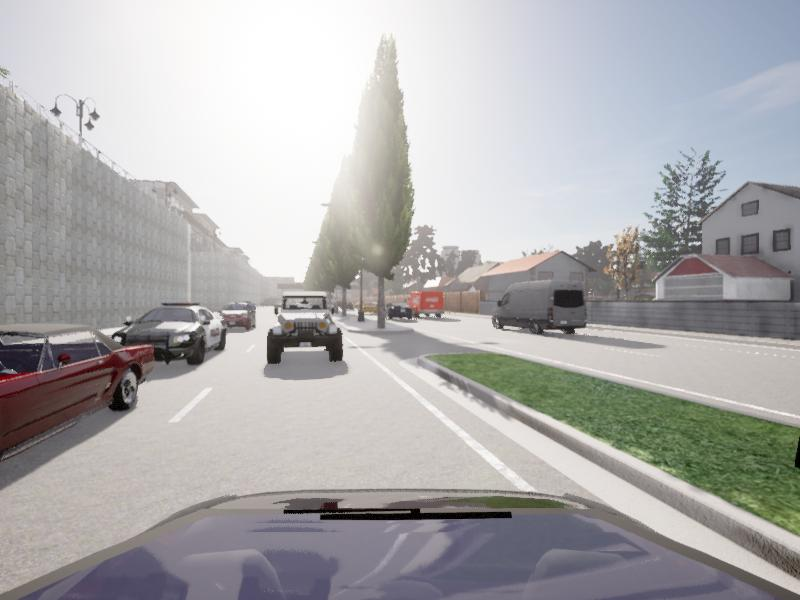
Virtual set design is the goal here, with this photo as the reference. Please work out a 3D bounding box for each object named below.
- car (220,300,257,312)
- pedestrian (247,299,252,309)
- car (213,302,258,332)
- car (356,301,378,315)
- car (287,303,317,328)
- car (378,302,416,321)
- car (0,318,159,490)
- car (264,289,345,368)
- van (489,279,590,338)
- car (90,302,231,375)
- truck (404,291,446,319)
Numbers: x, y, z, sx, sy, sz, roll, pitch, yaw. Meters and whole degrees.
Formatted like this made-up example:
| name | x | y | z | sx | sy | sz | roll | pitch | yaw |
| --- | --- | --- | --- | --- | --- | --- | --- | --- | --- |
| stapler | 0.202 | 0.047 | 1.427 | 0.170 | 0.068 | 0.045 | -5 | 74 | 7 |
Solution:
| name | x | y | z | sx | sy | sz | roll | pitch | yaw |
| --- | --- | --- | --- | --- | --- | --- | --- | --- | --- |
| car | -21.466 | 0.800 | 53.401 | 1.816 | 1.474 | 4.193 | 1 | 0 | 38 |
| pedestrian | -27.963 | 0.663 | 74.344 | 0.751 | 1.860 | 0.751 | 0 | 0 | -12 |
| car | -9.041 | 0.881 | 22.274 | 1.845 | 1.501 | 3.633 | 0 | 0 | -14 |
| car | -4.125 | 0.928 | 49.619 | 1.801 | 1.575 | 5.366 | 0 | 0 | -14 |
| car | -6.486 | 0.936 | 26.435 | 1.812 | 1.442 | 4.674 | 0 | 0 | -14 |
| car | -0.345 | 0.941 | 34.708 | 2.163 | 1.488 | 4.792 | 0 | 0 | -14 |
| car | -4.555 | 0.955 | 4.343 | 1.895 | 1.301 | 4.718 | 0 | 0 | -12 |
| car | -2.739 | 0.676 | 11.533 | 1.905 | 1.878 | 3.866 | 0 | 0 | -14 |
| van | 6.851 | 0.380 | 20.663 | 1.988 | 2.561 | 5.915 | 0 | 0 | -14 |
| car | -6.281 | 0.854 | 11.260 | 2.038 | 1.542 | 4.974 | 0 | 0 | -14 |
| truck | 2.275 | 0.454 | 38.645 | 2.627 | 2.467 | 5.204 | 0 | 0 | -14 |
